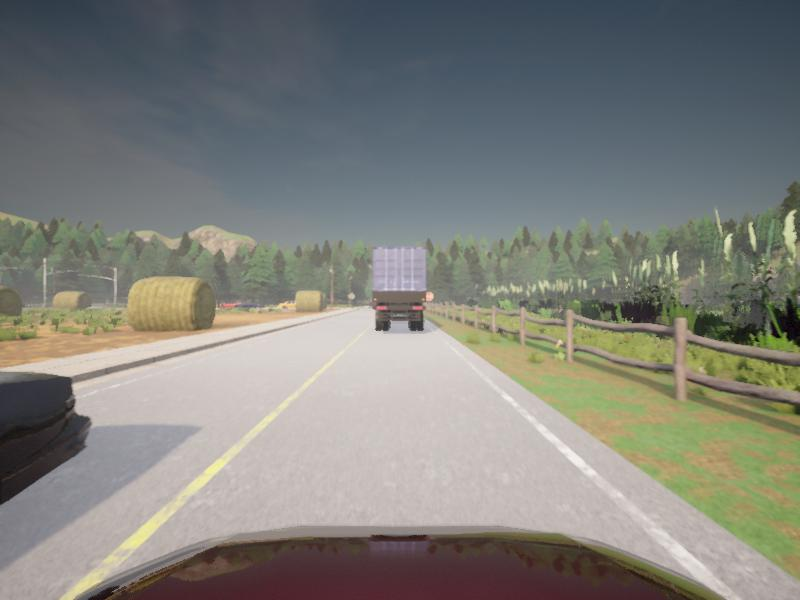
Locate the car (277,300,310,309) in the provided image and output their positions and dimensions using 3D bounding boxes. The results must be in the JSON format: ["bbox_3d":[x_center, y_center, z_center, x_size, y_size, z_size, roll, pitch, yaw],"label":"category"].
[{"bbox_3d":[-18.622,0.835,70.276,5.366,1.575,1.801,0,0,-3],"label":"car"}]

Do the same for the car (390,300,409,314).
[{"bbox_3d":[-0.084,0.780,49.251,2.152,1.651,5.027,0,0,0],"label":"car"}]

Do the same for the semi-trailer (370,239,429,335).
[{"bbox_3d":[-0.038,-0.621,25.466,2.717,4.402,14.254,0,0,0],"label":"semi-trailer"}]

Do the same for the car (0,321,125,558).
[{"bbox_3d":[-3.495,0.895,0.933,2.033,1.411,5.357,0,0,0],"label":"car"}]

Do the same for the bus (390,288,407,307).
[{"bbox_3d":[-0.385,-0.535,96.780,3.944,4.253,10.273,0,0,-1],"label":"bus"}]

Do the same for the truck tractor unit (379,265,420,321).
[{"bbox_3d":[-0.054,-0.527,33.386,3.053,4.208,6.516,0,0,0],"label":"truck tractor unit"}]
